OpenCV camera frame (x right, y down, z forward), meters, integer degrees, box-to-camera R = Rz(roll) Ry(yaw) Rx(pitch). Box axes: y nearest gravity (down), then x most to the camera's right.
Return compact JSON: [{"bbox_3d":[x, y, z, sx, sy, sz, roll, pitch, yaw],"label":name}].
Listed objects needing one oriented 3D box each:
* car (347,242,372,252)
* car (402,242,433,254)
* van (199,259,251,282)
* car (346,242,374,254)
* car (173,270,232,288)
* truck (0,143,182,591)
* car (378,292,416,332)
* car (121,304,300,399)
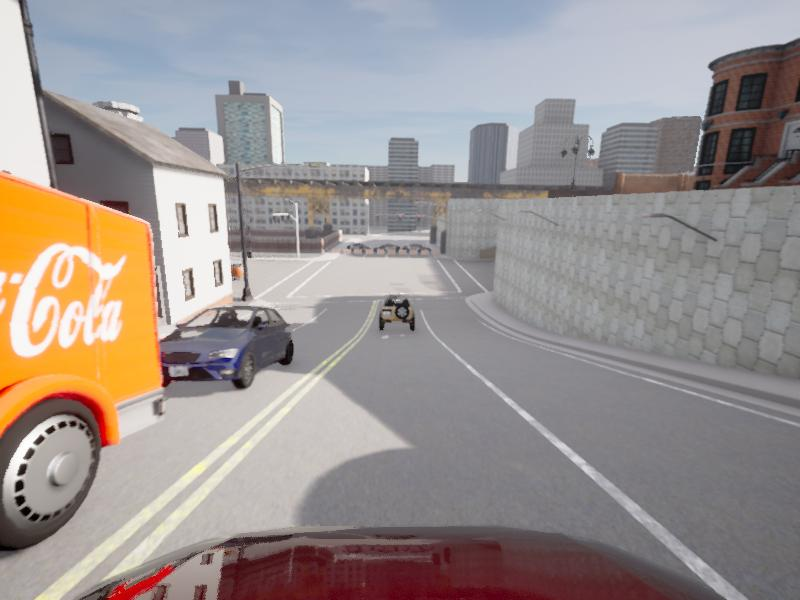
[{"bbox_3d":[-7.016,-9.248,69.297,4.536,1.218,1.853,13,18,42],"label":"car"},{"bbox_3d":[2.996,-9.105,70.085,4.974,1.542,2.038,8,15,28],"label":"car"},{"bbox_3d":[-18.233,-3.096,41.798,4.442,1.987,1.775,1,13,0],"label":"van"},{"bbox_3d":[-6.980,-9.086,69.298,4.974,1.542,2.038,13,18,42],"label":"car"},{"bbox_3d":[-18.831,-2.026,38.343,4.674,1.442,1.812,1,13,-1],"label":"car"},{"bbox_3d":[-3.511,0.363,1.457,2.627,2.467,5.204,0,0,-1],"label":"truck"},{"bbox_3d":[-0.147,0.566,22.647,1.932,1.855,4.605,1,3,0],"label":"car"},{"bbox_3d":[-3.535,0.846,8.456,1.816,1.474,4.193,0,0,0],"label":"car"}]
